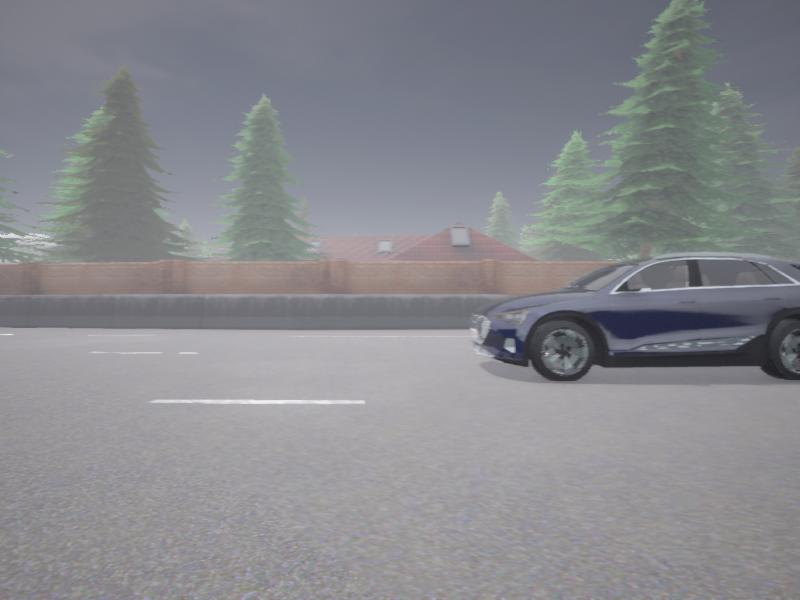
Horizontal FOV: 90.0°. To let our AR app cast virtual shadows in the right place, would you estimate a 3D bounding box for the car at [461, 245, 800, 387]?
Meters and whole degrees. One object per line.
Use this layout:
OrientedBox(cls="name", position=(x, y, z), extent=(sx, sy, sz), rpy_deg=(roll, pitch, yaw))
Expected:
OrientedBox(cls="car", position=(3.477, 0.181, 5.754), extent=(4.856, 1.649, 2.033), rpy_deg=(0, 0, -1))
